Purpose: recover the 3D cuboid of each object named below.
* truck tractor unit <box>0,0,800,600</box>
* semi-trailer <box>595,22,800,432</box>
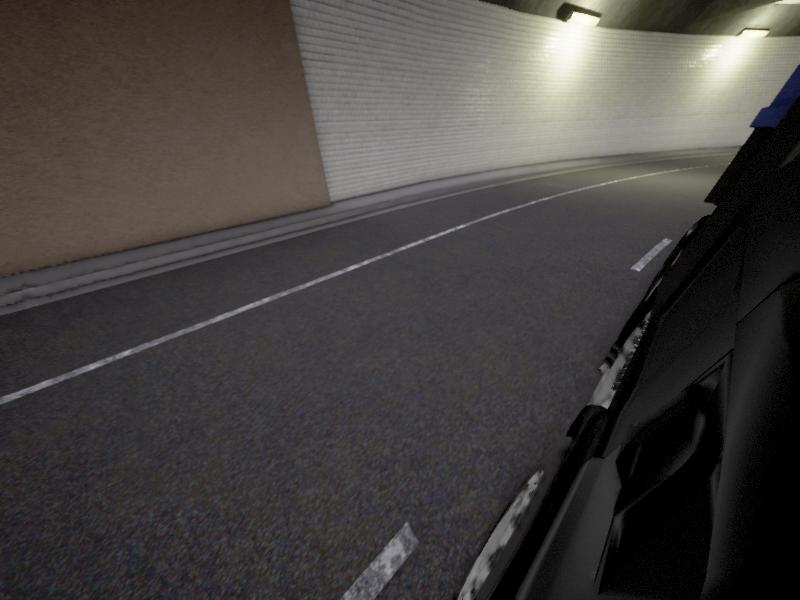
[{"bbox_3d":[2.645,-0.295,0.352,6.516,4.208,3.053,-28,44,-30],"label":"truck tractor unit"},{"bbox_3d":[8.867,-3.481,4.060,14.254,4.402,2.717,-26,43,-28],"label":"semi-trailer"}]
